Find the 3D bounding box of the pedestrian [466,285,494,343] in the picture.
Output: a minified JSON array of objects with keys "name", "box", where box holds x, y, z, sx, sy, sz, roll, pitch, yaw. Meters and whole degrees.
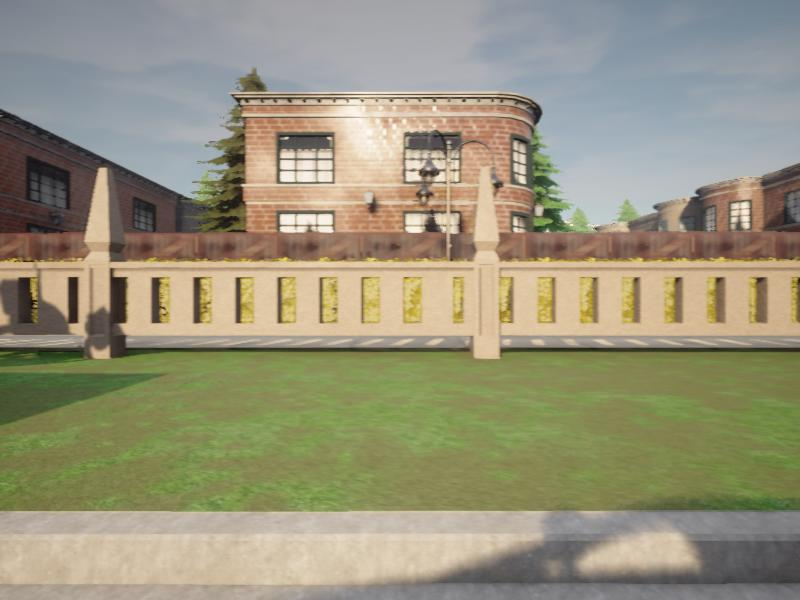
[{"name":"pedestrian","box":[1.576,0.265,7.835,0.500,1.100,0.500,0,0,14]}]
